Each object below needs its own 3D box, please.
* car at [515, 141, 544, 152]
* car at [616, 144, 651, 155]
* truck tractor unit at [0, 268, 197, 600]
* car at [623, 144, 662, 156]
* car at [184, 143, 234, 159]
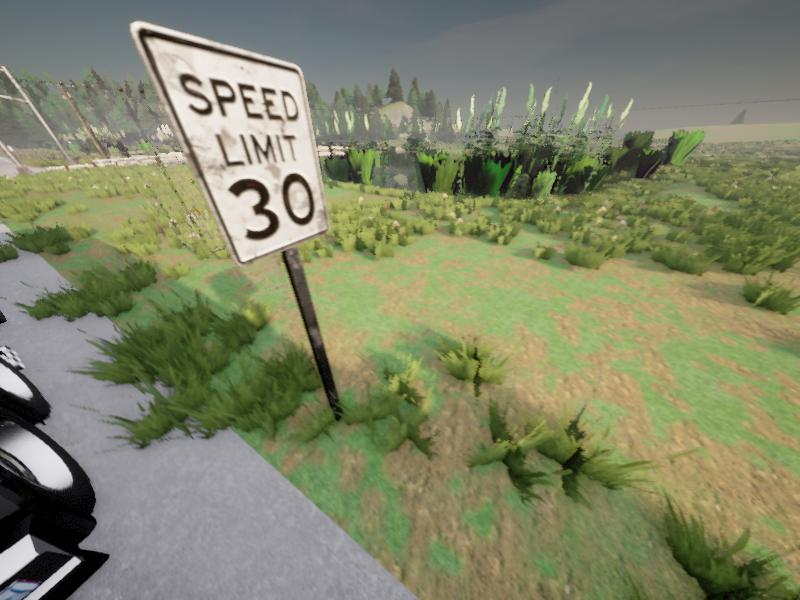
[{"bbox_3d":[26.166,-30.986,46.709,4.553,1.767,2.097,22,41,29],"label":"car"},{"bbox_3d":[39.341,-25.532,39.027,3.806,1.475,1.970,22,41,29],"label":"car"},{"bbox_3d":[-5.117,-0.295,0.772,6.516,4.208,3.053,18,39,24],"label":"truck tractor unit"},{"bbox_3d":[38.193,-23.751,36.480,3.806,1.475,1.970,22,41,29],"label":"car"},{"bbox_3d":[-25.152,-19.806,30.589,1.812,1.442,4.674,22,43,29],"label":"car"}]
